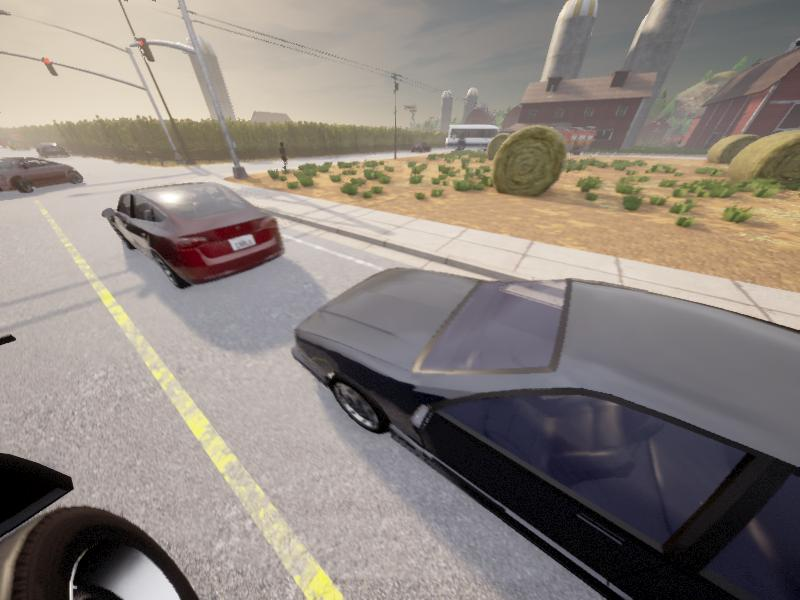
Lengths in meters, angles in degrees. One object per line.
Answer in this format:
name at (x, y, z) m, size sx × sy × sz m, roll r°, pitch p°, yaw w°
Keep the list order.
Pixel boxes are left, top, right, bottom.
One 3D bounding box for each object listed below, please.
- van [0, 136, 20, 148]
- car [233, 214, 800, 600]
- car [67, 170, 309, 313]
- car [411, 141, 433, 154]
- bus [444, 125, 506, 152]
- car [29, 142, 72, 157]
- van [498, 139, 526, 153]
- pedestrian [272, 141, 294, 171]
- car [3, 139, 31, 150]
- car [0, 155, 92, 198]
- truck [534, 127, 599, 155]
van at (-83.668, -33.604, 49.154) m, size 4.442 × 1.987 × 1.775 m, roll 20°, pitch 40°, yaw 25°
car at (1.488, 0.761, 1.638) m, size 5.357 × 1.411 × 2.033 m, roll 22°, pitch 40°, yaw 28°
car at (-4.582, -1.711, 5.014) m, size 4.792 × 1.488 × 2.163 m, roll 22°, pitch 40°, yaw 28°
car at (3.989, -27.614, 41.671) m, size 2.097 × 1.767 × 4.553 m, roll 20°, pitch 40°, yaw 25°
bus at (14.302, -31.675, 45.368) m, size 10.273 × 4.253 × 3.944 m, roll 2°, pitch 35°, yaw 2°
car at (-45.515, -19.590, 30.066) m, size 4.792 × 1.488 × 2.163 m, roll 20°, pitch 40°, yaw 25°
van at (22.117, -30.526, 45.723) m, size 4.480 × 2.038 × 2.069 m, roll 19°, pitch 39°, yaw 25°
pedestrian at (-8.633, -10.677, 17.131) m, size 0.751 × 1.860 × 0.751 m, roll 18°, pitch 39°, yaw 23°
car at (-70.788, -28.713, 42.689) m, size 5.366 × 1.575 × 1.801 m, roll 20°, pitch 40°, yaw 26°
car at (-18.803, -6.219, 11.436) m, size 1.994 × 1.385 × 4.181 m, roll -7°, pitch 36°, yaw -10°
truck at (29.637, -28.644, 41.576) m, size 8.468 × 3.827 × 2.891 m, roll 19°, pitch 39°, yaw 25°
